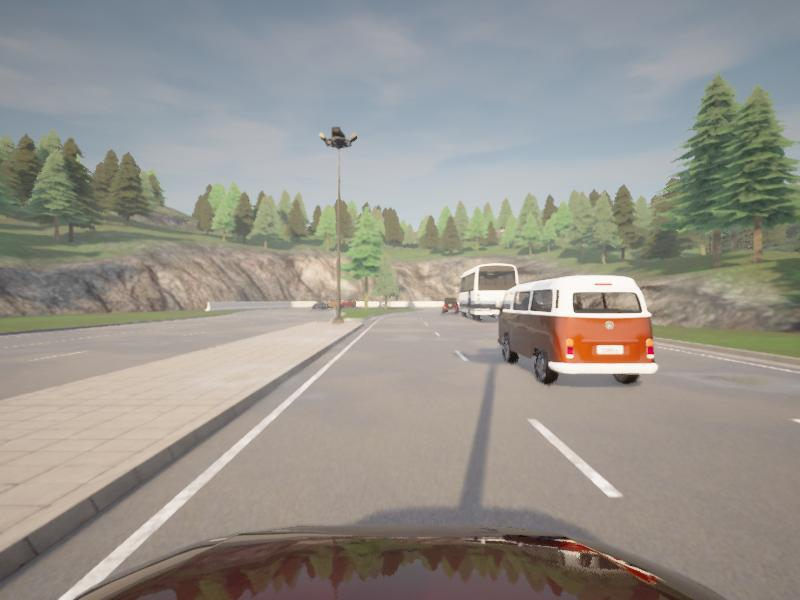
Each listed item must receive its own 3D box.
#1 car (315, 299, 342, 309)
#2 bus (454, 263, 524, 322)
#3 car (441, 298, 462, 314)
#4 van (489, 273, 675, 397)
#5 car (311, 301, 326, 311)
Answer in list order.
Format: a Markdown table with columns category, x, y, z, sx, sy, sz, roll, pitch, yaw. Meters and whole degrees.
| category | x | y | z | sx | sy | sz | roll | pitch | yaw |
| --- | --- | --- | --- | --- | --- | --- | --- | --- | --- |
| car | -12.815 | 0.680 | 72.286 | 1.932 | 1.855 | 4.605 | 0 | 0 | 41 |
| bus | 7.032 | -0.522 | 33.799 | 3.944 | 4.253 | 10.273 | 0 | 0 | 2 |
| car | 6.297 | 0.664 | 48.604 | 1.905 | 1.878 | 3.866 | 0 | 0 | 15 |
| van | 3.509 | 0.575 | 8.841 | 2.069 | 2.038 | 4.480 | 0 | 0 | 0 |
| car | -12.652 | 0.877 | 62.205 | 1.816 | 1.474 | 4.193 | 0 | 0 | -4 |
